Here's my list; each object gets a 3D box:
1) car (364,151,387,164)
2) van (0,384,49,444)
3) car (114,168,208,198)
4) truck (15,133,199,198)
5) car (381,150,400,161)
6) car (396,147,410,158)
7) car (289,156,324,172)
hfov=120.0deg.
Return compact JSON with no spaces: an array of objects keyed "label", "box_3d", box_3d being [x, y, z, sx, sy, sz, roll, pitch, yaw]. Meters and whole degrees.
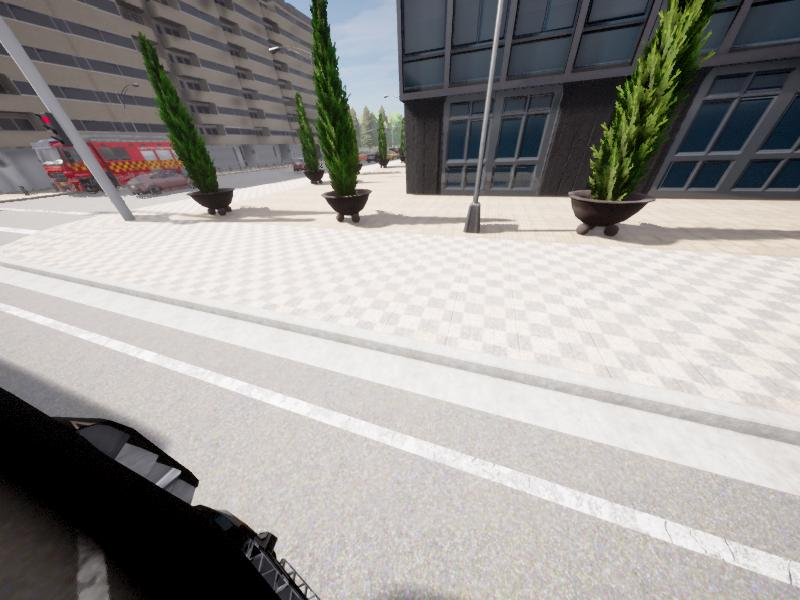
[{"label":"car","box_3d":[-4.024,-24.210,39.158,2.007,1.525,4.514,9,35,17]},{"label":"van","box_3d":[-6.108,0.533,1.814,4.442,1.987,1.775,9,35,17]},{"label":"car","box_3d":[-17.111,-8.632,16.895,1.994,1.385,4.181,9,35,17]},{"label":"truck","box_3d":[-23.210,-11.552,19.536,2.891,3.827,8.468,9,35,17]},{"label":"car","box_3d":[-1.700,-28.037,44.682,1.801,1.575,5.366,9,35,17]},{"label":"car","box_3d":[0.768,-32.208,50.478,1.905,1.878,3.866,9,35,17]},{"label":"car","box_3d":[-11.807,-17.397,29.562,1.970,1.475,3.806,9,35,17]}]
